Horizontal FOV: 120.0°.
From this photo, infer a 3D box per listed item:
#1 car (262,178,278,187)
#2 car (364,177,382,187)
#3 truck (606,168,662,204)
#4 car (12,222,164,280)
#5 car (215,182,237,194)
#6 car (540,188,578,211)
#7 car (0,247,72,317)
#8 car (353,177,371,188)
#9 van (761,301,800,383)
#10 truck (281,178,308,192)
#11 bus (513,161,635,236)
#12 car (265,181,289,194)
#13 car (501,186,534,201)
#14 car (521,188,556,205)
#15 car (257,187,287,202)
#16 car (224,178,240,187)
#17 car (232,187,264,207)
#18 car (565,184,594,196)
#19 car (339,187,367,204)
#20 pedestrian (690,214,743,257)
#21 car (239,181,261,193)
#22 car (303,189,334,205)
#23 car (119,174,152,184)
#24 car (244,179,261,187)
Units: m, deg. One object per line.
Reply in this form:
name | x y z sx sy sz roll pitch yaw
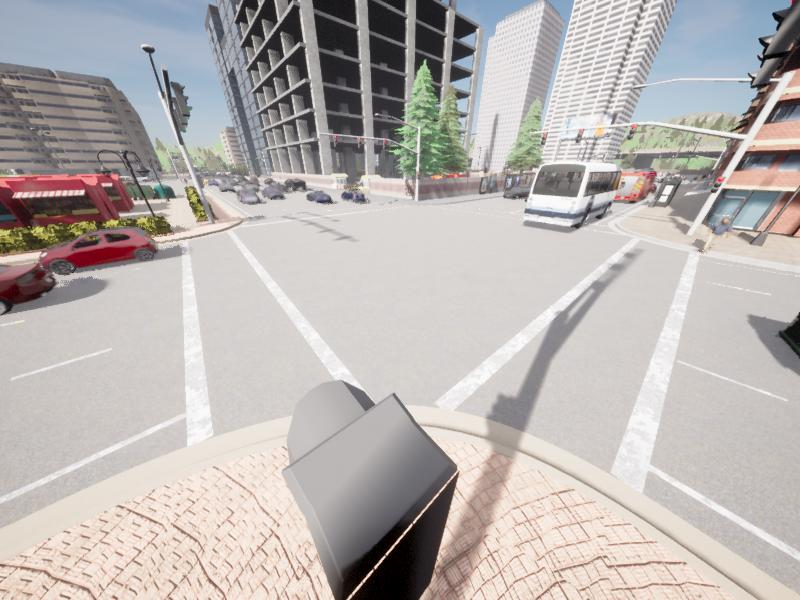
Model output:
car | -30.788 -27.943 54.653 1.930 1.638 5.238 -23 37 -34
car | -5.875 -25.875 50.553 1.905 1.878 3.866 -23 37 -34
truck | 31.439 -15.478 30.980 8.468 3.827 2.891 -23 37 -34
car | -13.767 -2.420 10.669 3.633 1.501 1.845 -23 37 -34
car | -30.189 -19.408 40.028 2.163 1.488 4.792 -23 37 -34
car | 17.374 -11.033 25.235 3.866 1.878 1.905 -23 37 -34
car | -14.014 -0.039 6.536 5.008 1.535 1.882 -22 37 -34
car | -8.128 -24.929 48.916 1.905 1.878 3.866 -23 37 -34
van | 10.655 1.239 3.765 4.442 1.987 1.775 23 37 34
truck | -19.738 -21.633 43.264 2.390 2.098 6.274 -23 37 -34
bus | 13.930 -8.434 18.330 10.273 4.253 3.944 -22 37 -34
car | -21.809 -19.939 40.810 2.152 1.651 5.027 -23 37 -34
car | 16.585 -15.120 32.654 5.008 1.535 1.882 -23 37 -34
car | 17.801 -13.333 29.591 4.892 1.490 1.837 -23 37 -34
car | -17.840 -14.797 32.131 2.033 1.411 5.357 -23 37 -34
car | -39.185 -27.458 53.861 2.038 1.542 4.974 -23 37 -34
car | -18.649 -12.677 28.224 2.033 1.649 4.856 -23 37 -34
car | 29.810 -18.315 38.318 5.357 1.411 2.033 -23 37 -34
car | -6.041 -13.329 29.431 1.789 1.549 3.705 -23 37 -34
pedestrian | 15.736 -3.217 11.558 0.751 1.860 0.751 22 36 33
car | -26.796 -20.198 41.210 2.242 1.667 4.611 -23 37 -34
car | -10.335 -13.075 29.173 1.994 1.385 4.181 -23 37 -34
car | -74.255 -34.094 65.014 5.566 2.045 2.150 -23 37 -34
car | -34.123 -27.124 53.416 2.007 1.525 4.514 -23 37 -34
